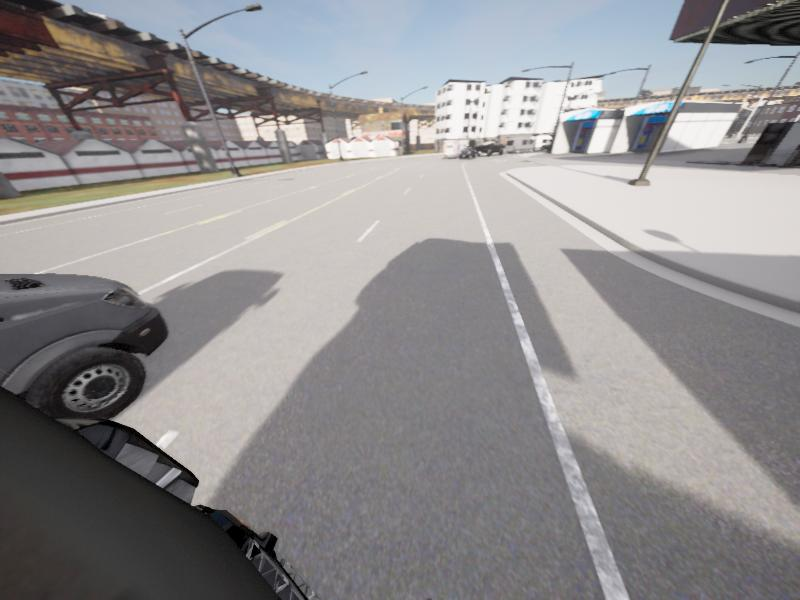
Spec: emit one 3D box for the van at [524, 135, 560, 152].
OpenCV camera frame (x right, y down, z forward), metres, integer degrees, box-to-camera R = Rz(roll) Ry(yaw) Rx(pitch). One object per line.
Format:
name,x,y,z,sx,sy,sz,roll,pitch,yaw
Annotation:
van,28.944,-31.973,47.227,5.915,2.561,1.988,-11,35,-12

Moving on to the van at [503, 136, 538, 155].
van,22.086,-28.275,42.225,5.915,2.561,1.988,-19,37,-22

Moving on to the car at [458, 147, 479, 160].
car,10.224,-21.840,34.419,1.845,1.501,3.633,18,39,28

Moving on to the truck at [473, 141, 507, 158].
truck,15.072,-25.304,38.715,6.274,2.098,2.390,-30,42,-34

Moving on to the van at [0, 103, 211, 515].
van,-4.263,1.097,0.328,1.988,2.561,5.915,4,34,10

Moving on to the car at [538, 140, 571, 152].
car,29.840,-29.751,44.645,5.238,1.638,1.930,-11,35,-12

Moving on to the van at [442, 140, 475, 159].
van,9.768,-25.049,38.444,2.351,2.431,6.366,23,42,34
